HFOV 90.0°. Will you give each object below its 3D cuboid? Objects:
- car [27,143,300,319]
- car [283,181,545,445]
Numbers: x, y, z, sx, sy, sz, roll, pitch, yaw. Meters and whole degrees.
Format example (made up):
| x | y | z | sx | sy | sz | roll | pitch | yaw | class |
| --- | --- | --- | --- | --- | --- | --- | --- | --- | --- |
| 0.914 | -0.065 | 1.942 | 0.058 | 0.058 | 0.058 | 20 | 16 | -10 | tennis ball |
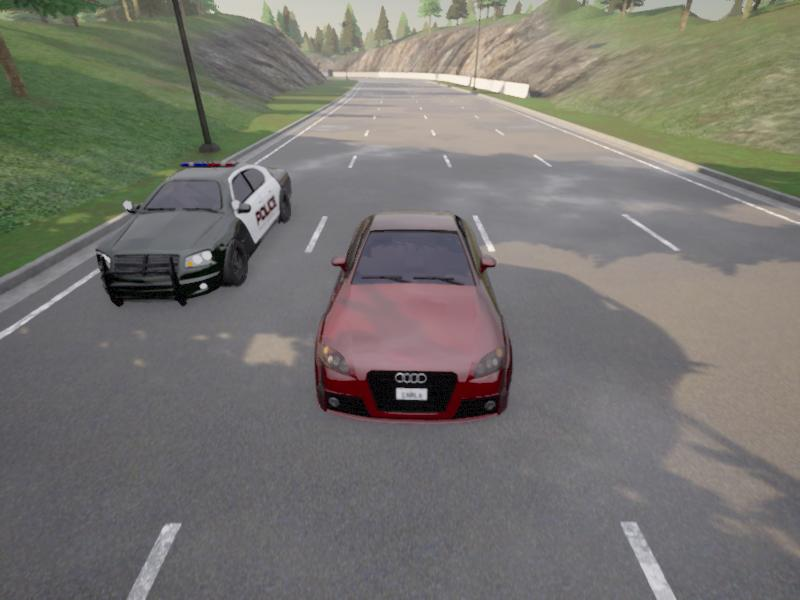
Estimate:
| x | y | z | sx | sy | sz | roll | pitch | yaw | class |
| --- | --- | --- | --- | --- | --- | --- | --- | --- | --- |
| -3.502 | -1.657 | 7.380 | 2.038 | 1.542 | 4.974 | 0 | 30 | 0 | car |
| 0.172 | -0.320 | 5.209 | 1.994 | 1.385 | 4.181 | 1 | 30 | 2 | car |
